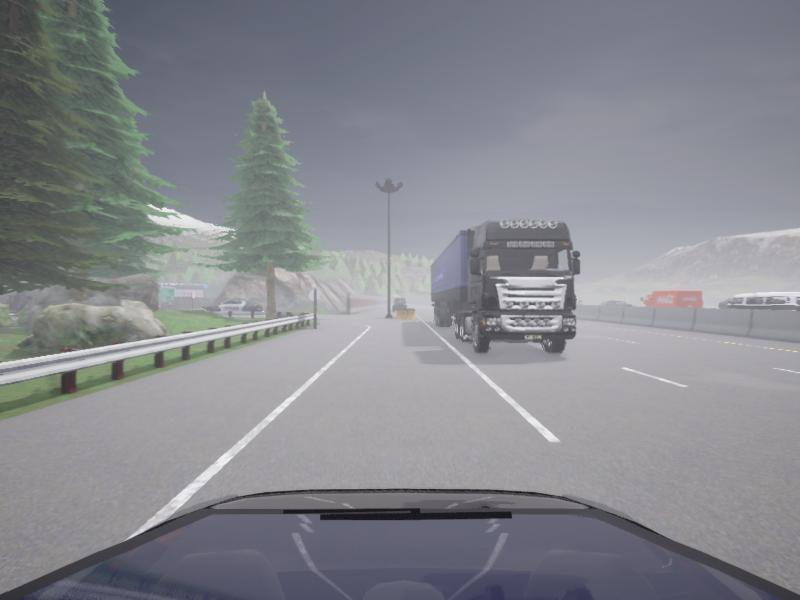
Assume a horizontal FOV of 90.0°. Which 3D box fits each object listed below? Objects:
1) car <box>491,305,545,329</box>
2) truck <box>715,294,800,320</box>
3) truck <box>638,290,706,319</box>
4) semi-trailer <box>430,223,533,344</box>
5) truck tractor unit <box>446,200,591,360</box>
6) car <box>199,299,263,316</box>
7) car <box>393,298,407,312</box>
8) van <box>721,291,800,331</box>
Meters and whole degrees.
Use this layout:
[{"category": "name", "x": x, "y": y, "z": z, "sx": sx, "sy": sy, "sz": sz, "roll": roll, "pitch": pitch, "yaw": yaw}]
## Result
[{"category": "car", "x": 6.996, "y": 0.957, "z": 24.329, "sx": 1.895, "sy": 1.301, "sz": 4.718, "roll": 0, "pitch": 0, "yaw": 0}, {"category": "truck", "x": 31.494, "y": 0.561, "z": 35.349, "sx": 2.390, "sy": 2.098, "sz": 6.274, "roll": 0, "pitch": 0, "yaw": 0}, {"category": "truck", "x": 24.494, "y": 0.376, "z": 36.343, "sx": 2.627, "sy": 2.467, "sz": 5.204, "roll": 0, "pitch": 0, "yaw": 0}, {"category": "semi-trailer", "x": 3.492, "y": -0.606, "z": 21.711, "sx": 2.717, "sy": 4.402, "sz": 14.254, "roll": 0, "pitch": 0, "yaw": 0}, {"category": "truck tractor unit", "x": 3.498, "y": -0.510, "z": 13.795, "sx": 3.053, "sy": 4.208, "sz": 6.516, "roll": 0, "pitch": 0, "yaw": 0}, {"category": "car", "x": -15.312, "y": 0.650, "z": 36.472, "sx": 4.974, "sy": 1.542, "sz": 2.038, "roll": 0, "pitch": 0, "yaw": 0}, {"category": "car", "x": -0.008, "y": 0.675, "z": 54.789, "sx": 1.905, "sy": 1.878, "sz": 3.866, "roll": 0, "pitch": 0, "yaw": 0}, {"category": "van", "x": 20.999, "y": 0.584, "z": 22.660, "sx": 2.069, "sy": 2.038, "sz": 4.480, "roll": 0, "pitch": 0, "yaw": 0}]
